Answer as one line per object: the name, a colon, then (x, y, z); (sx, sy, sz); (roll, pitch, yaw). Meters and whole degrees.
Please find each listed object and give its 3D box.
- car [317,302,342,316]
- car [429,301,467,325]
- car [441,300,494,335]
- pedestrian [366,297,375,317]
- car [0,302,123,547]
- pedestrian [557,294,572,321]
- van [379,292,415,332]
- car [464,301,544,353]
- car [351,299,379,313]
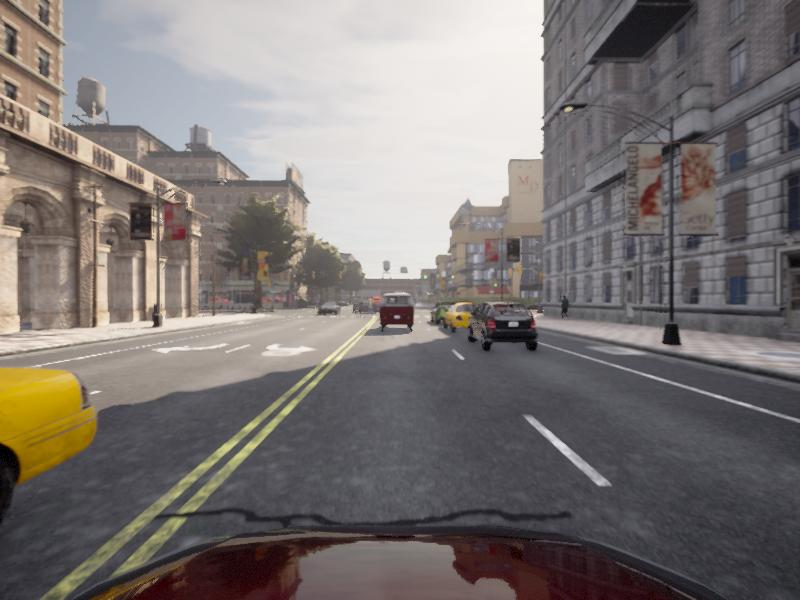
car: (-7.548, 0.922, 43.291); (1.994, 1.385, 4.181); (0, 0, 0)
car: (3.223, 0.837, 27.795); (2.007, 1.525, 4.514); (0, 0, -1)
car: (3.350, 0.808, 20.919); (1.801, 1.575, 5.366); (0, 0, -1)
pedestrian: (-2.830, 0.649, 38.086); (0.751, 1.860, 0.751); (0, 0, -9)
car: (-3.466, 0.802, 1.046); (1.801, 1.575, 5.366); (0, 0, 0)
pedestrian: (11.408, 0.493, 27.753); (0.751, 1.860, 0.751); (0, 0, -6)
van: (-0.180, 0.606, 22.244); (1.775, 1.987, 4.442); (0, 0, -1)
car: (3.423, 0.819, 13.884); (1.789, 1.549, 3.705); (0, 0, 0)
car: (-4.452, 0.772, 50.332); (2.242, 1.667, 4.611); (0, 0, -22)
